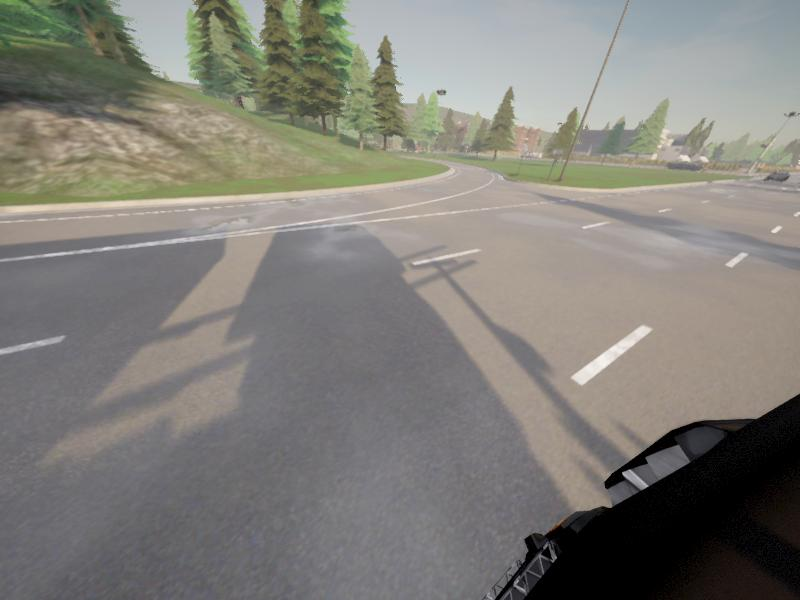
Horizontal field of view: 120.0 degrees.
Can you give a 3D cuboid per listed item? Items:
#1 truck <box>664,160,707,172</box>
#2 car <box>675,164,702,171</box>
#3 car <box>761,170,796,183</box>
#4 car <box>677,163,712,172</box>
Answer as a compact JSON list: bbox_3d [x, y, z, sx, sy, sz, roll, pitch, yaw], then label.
[{"bbox_3d":[71.712,-33.768,58.239,2.390,2.098,6.274,-16,38,-27],"label":"truck"},{"bbox_3d":[77.386,-35.545,62.004,1.994,1.385,4.181,-16,38,-27],"label":"car"},{"bbox_3d":[60.716,-19.821,37.024,4.902,1.511,2.128,-16,38,-26],"label":"car"},{"bbox_3d":[75.314,-33.867,59.101,2.152,1.651,5.027,-16,38,-26],"label":"car"}]
